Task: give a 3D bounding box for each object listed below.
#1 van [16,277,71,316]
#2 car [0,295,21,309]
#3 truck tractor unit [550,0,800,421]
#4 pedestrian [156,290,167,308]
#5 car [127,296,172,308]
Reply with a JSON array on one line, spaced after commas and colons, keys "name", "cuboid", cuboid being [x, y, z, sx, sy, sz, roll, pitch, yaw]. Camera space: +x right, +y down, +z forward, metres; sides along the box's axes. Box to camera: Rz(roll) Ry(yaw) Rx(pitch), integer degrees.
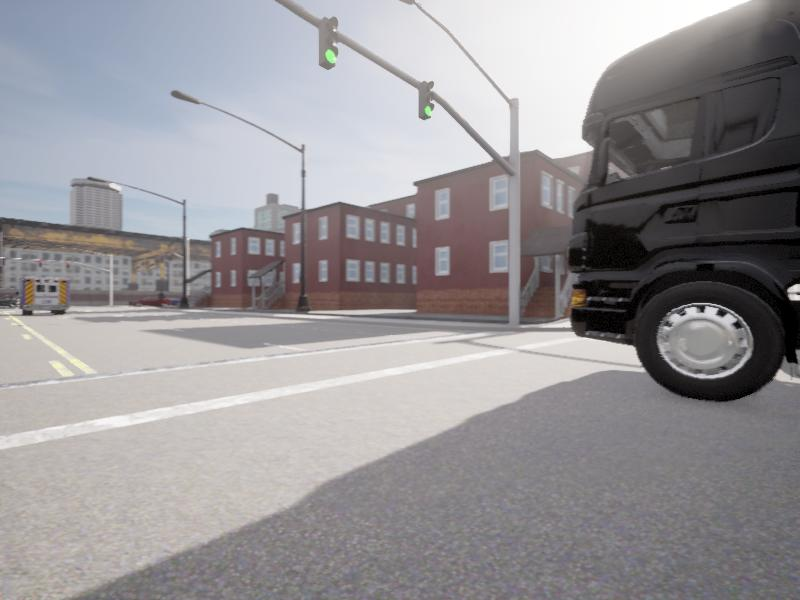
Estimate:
[{"name": "van", "cuboid": [-24.512, -0.209, 27.435, 6.366, 2.431, 2.351, 0, 0, 44]}, {"name": "car", "cuboid": [-45.441, 0.231, 45.164, 1.789, 1.549, 3.705, 0, 0, 44]}, {"name": "truck tractor unit", "cuboid": [5.165, -1.113, 3.511, 6.516, 4.208, 3.053, 0, 0, 44]}, {"name": "pedestrian", "cuboid": [-24.107, -0.085, 40.429, 0.751, 1.860, 0.751, 0, 0, 43]}, {"name": "car", "cuboid": [-34.869, 0.263, 55.853, 1.882, 1.535, 5.008, 0, 0, 43]}]
